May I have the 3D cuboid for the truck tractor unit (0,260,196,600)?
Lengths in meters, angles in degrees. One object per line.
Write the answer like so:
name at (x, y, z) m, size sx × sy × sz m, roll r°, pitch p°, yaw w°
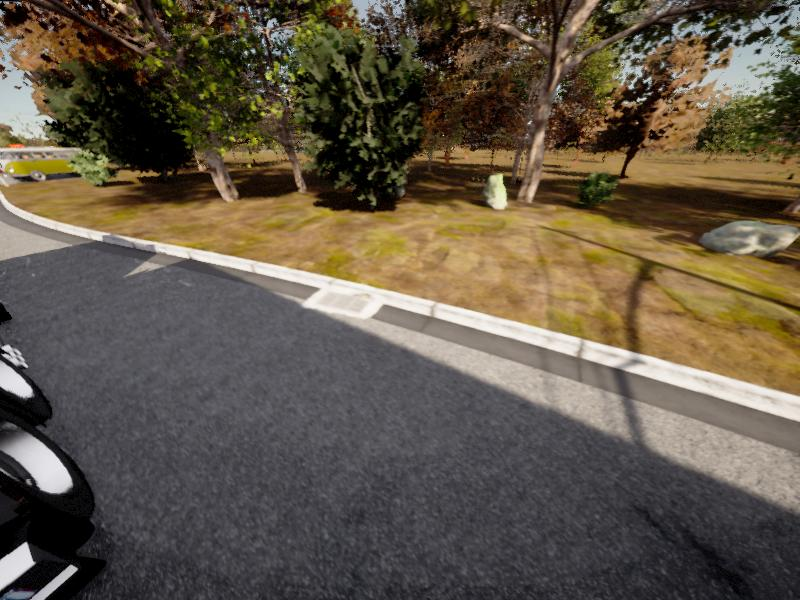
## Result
truck tractor unit at (-5.090, -0.323, 0.788) m, size 6.516 × 4.208 × 3.053 m, roll 19°, pitch 39°, yaw 24°

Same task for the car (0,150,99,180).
car at (-28.982, -11.118, 18.878) m, size 2.185 × 1.767 × 4.553 m, roll 8°, pitch 35°, yaw 13°

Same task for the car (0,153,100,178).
car at (-31.358, -12.069, 20.526) m, size 1.946 × 1.575 × 5.366 m, roll 8°, pitch 35°, yaw 13°

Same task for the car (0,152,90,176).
car at (-33.874, -12.808, 21.645) m, size 1.946 × 1.575 × 5.366 m, roll 9°, pitch 35°, yaw 13°

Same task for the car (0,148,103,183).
car at (-26.555, -10.231, 17.362) m, size 1.878 × 1.987 × 4.442 m, roll 8°, pitch 35°, yaw 12°
